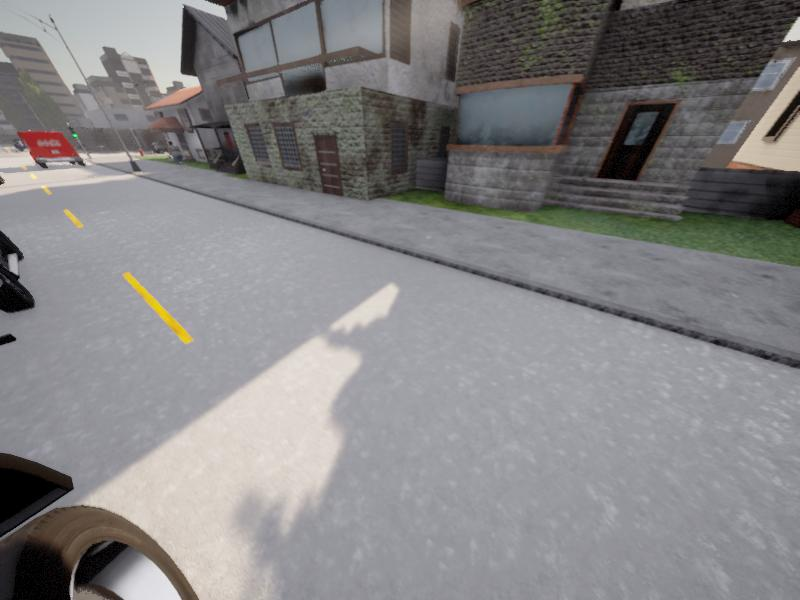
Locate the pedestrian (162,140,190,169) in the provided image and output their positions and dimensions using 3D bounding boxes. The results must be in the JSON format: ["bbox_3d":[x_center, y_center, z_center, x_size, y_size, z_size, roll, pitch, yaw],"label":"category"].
[{"bbox_3d":[-17.369,-11.303,17.949,0.751,1.860,0.751,21,40,27],"label":"pedestrian"}]

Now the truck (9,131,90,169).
[{"bbox_3d":[-30.250,-13.020,19.962,5.204,2.467,2.627,22,40,27],"label":"truck"}]

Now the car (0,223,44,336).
[{"bbox_3d":[-7.671,-0.759,3.290,4.605,1.855,1.932,22,41,28],"label":"car"}]

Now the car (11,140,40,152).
[{"bbox_3d":[-63.288,-26.092,39.028,4.514,1.525,2.007,22,41,28],"label":"car"}]

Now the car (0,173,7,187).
[{"bbox_3d":[-23.081,-7.041,12.054,3.866,1.878,1.905,22,41,28],"label":"car"}]

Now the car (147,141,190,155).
[{"bbox_3d":[-34.726,-22.981,34.799,1.851,1.617,3.988,22,41,28],"label":"car"}]

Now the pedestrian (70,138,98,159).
[{"bbox_3d":[-33.600,-16.078,24.579,0.751,1.860,0.751,4,35,5],"label":"pedestrian"}]
